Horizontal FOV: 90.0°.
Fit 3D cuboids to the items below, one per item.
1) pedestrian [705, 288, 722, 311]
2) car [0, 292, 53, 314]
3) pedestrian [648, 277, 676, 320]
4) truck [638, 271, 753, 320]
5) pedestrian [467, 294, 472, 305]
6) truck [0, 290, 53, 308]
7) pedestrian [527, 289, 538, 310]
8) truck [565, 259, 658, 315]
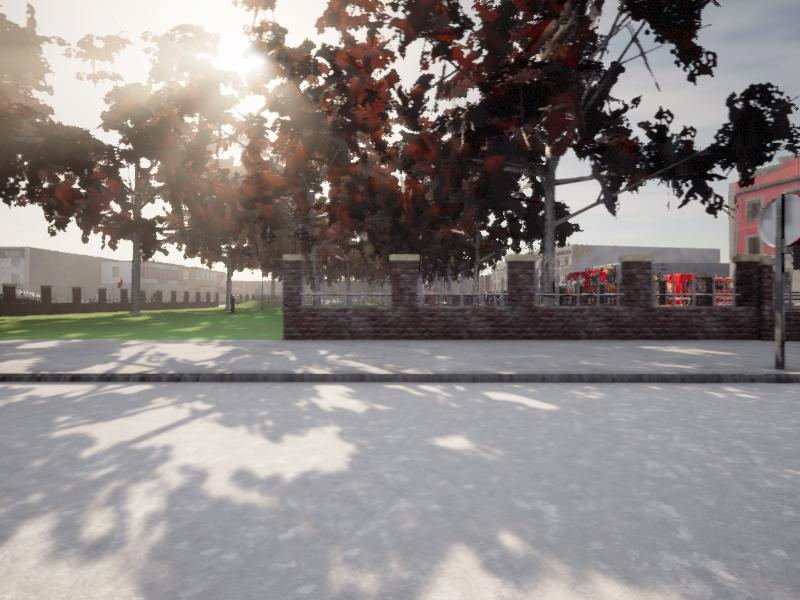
[{"bbox_3d":[25.431,-0.033,32.445,0.751,1.860,0.751,0,0,-20],"label":"pedestrian"},{"bbox_3d":[-28.762,0.195,29.521,2.128,1.511,4.902,0,0,-3],"label":"car"},{"bbox_3d":[11.516,-0.051,17.622,0.751,1.860,0.751,0,0,0],"label":"pedestrian"},{"bbox_3d":[16.305,-0.222,22.583,2.627,2.467,5.204,0,0,-1],"label":"truck"},{"bbox_3d":[11.501,-0.052,66.125,0.751,1.860,0.751,0,0,1],"label":"pedestrian"},{"bbox_3d":[-45.870,-0.123,48.011,6.274,2.098,2.390,0,0,0],"label":"truck"},{"bbox_3d":[11.505,-0.052,34.699,0.751,1.860,0.751,0,0,28],"label":"pedestrian"},{"bbox_3d":[16.308,-0.899,31.744,2.891,3.827,8.468,0,0,0],"label":"truck"}]
